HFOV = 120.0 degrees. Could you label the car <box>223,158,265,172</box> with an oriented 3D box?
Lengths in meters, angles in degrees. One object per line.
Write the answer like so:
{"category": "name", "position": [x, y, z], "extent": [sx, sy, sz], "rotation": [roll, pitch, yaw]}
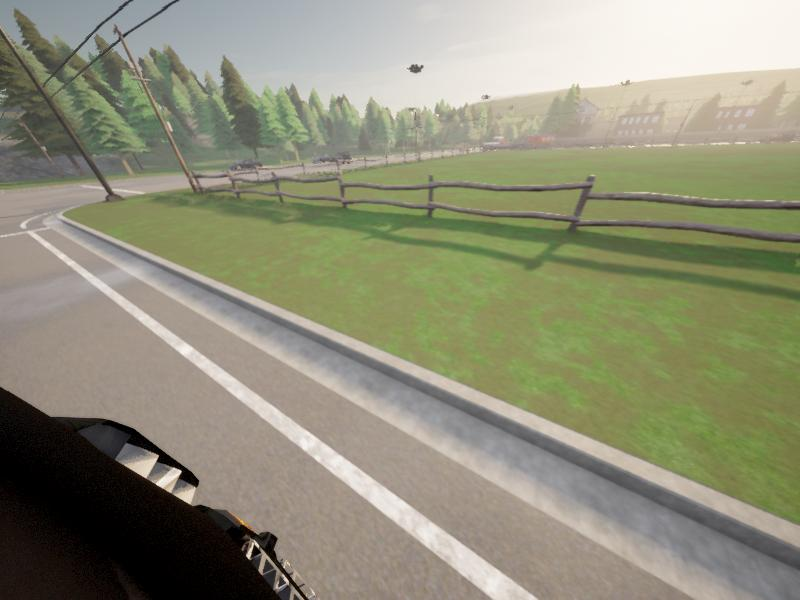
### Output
{"category": "car", "position": [-23.521, -20.534, 35.021], "extent": [1.837, 1.490, 4.892], "rotation": [17, 38, 26]}

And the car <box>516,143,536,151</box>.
{"category": "car", "position": [35.346, -43.033, 64.901], "extent": [4.611, 1.667, 2.242], "rotation": [16, 38, 26]}

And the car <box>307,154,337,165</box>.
{"category": "car", "position": [-14.187, -25.697, 42.151], "extent": [2.128, 1.511, 4.902], "rotation": [17, 38, 26]}

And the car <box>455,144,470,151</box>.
{"category": "car", "position": [21.639, -52.639, 79.953], "extent": [4.605, 1.855, 1.932], "rotation": [-10, 34, -10]}

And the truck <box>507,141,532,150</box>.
{"category": "truck", "position": [36.704, -47.363, 70.810], "extent": [6.274, 2.098, 2.390], "rotation": [16, 38, 26]}

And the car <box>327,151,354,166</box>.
{"category": "car", "position": [-9.495, -22.804, 37.142], "extent": [1.905, 1.878, 3.866], "rotation": [17, 38, 26]}

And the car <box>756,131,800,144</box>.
{"category": "car", "position": [73.824, -31.790, 45.132], "extent": [3.866, 1.878, 1.905], "rotation": [16, 38, 26]}

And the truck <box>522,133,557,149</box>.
{"category": "truck", "position": [42.542, -48.599, 70.718], "extent": [8.468, 3.827, 2.891], "rotation": [16, 38, 26]}

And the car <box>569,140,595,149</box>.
{"category": "car", "position": [48.392, -41.467, 61.584], "extent": [5.238, 1.638, 1.930], "rotation": [16, 38, 26]}

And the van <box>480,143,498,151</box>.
{"category": "van", "position": [27.501, -47.282, 71.363], "extent": [4.480, 2.038, 2.069], "rotation": [3, 34, 8]}

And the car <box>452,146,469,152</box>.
{"category": "car", "position": [20.148, -50.315, 76.863], "extent": [5.008, 1.535, 1.882], "rotation": [-11, 35, -13]}
